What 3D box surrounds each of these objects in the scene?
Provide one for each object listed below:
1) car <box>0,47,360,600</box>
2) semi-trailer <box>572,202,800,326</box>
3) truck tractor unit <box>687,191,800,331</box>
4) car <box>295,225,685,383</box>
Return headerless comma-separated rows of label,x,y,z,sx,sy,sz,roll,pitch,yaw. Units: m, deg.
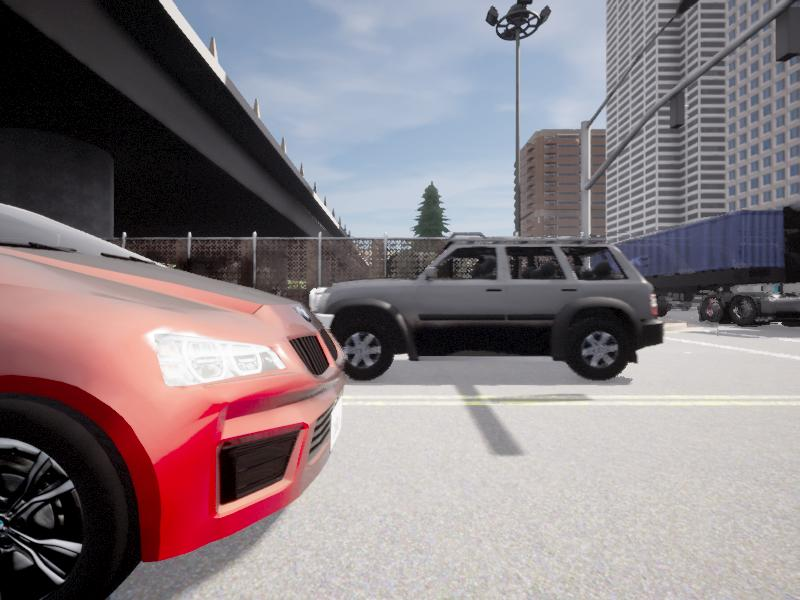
car,-2.626,0.156,2.179,4.611,1.667,2.242,0,0,0
semi-trailer,13.540,-1.273,21.348,2.717,4.402,14.254,0,0,0
truck tractor unit,13.520,-1.166,13.429,3.053,4.208,6.516,0,0,0
car,1.063,0.051,5.698,4.605,1.855,1.932,0,0,0
